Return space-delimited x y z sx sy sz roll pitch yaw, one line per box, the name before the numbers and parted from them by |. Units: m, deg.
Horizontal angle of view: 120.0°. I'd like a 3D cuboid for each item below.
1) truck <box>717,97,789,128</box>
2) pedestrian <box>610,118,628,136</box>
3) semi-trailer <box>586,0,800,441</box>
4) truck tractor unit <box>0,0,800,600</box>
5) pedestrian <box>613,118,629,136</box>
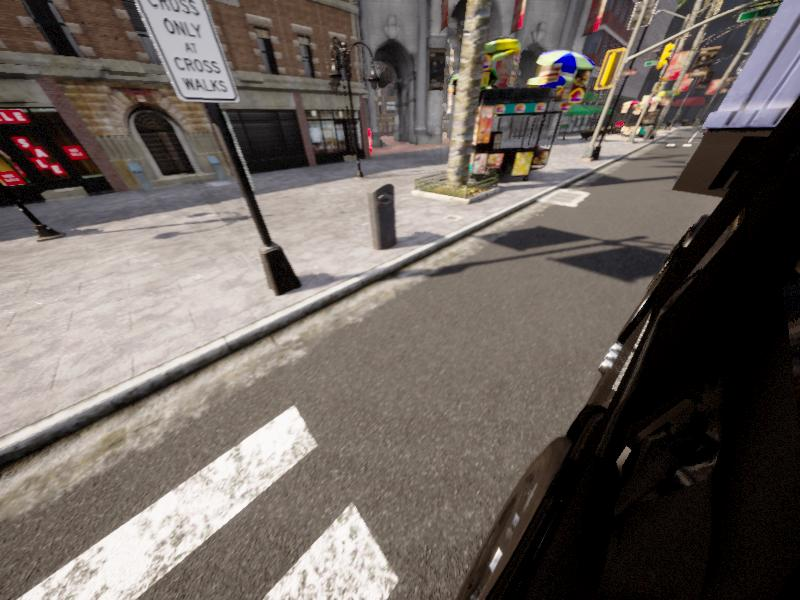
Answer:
truck | 58.661 -31.187 38.499 8.468 3.827 2.891 -15 39 -17
pedestrian | 28.316 -22.418 29.936 0.751 1.860 0.751 -11 38 -11
semi-trailer | 9.820 -2.411 2.572 14.254 4.402 2.717 -12 37 -13
truck tractor unit | 2.645 -0.295 0.351 6.516 4.208 3.053 -28 44 -30
pedestrian | 29.009 -22.752 30.340 0.751 1.860 0.751 -32 46 -33
